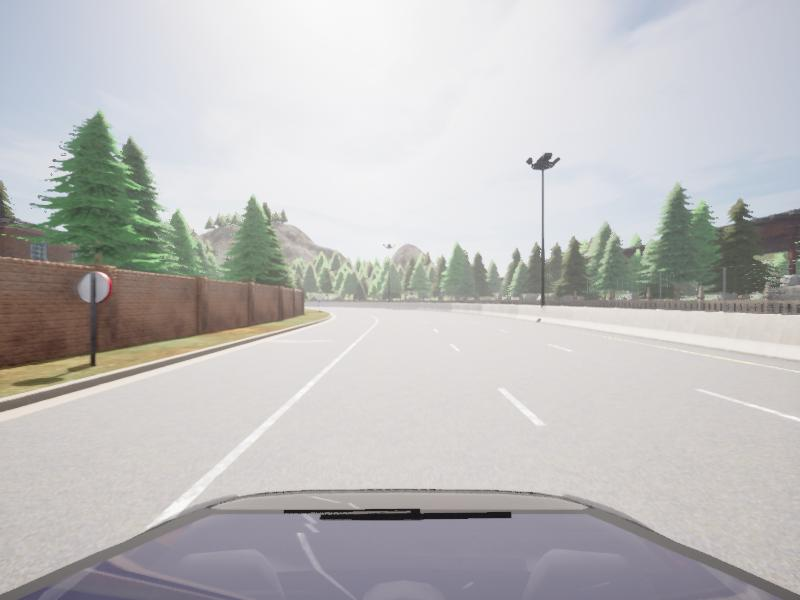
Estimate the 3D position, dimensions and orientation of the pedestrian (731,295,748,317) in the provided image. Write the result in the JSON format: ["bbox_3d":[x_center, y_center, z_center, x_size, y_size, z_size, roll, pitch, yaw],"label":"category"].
[{"bbox_3d":[28.997,0.503,34.163,0.751,1.860,0.751,0,0,0],"label":"pedestrian"}]
